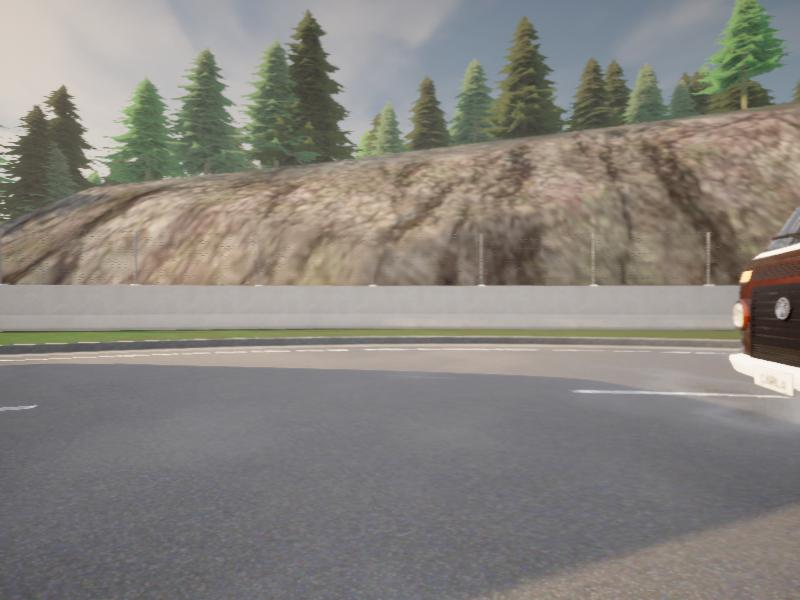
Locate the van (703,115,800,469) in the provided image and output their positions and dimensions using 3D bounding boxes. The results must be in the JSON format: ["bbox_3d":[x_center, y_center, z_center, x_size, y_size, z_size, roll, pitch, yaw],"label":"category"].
[{"bbox_3d":[4.518,-0.039,1.884,4.480,2.038,2.069,0,-1,18],"label":"van"}]

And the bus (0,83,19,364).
[{"bbox_3d":[-10.393,-1.155,2.938,10.273,4.253,3.944,0,0,-20],"label":"bus"}]
